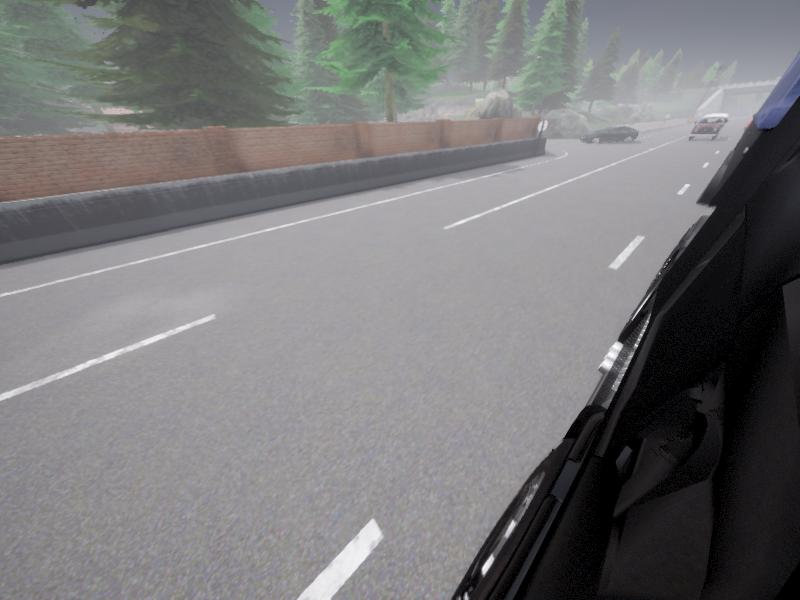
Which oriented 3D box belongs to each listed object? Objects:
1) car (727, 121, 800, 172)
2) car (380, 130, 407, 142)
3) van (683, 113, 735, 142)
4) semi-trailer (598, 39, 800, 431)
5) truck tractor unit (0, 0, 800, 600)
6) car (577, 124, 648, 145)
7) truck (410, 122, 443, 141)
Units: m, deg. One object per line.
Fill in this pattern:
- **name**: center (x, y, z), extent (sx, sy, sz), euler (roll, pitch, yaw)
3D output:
- **car**: center (18.334, -7.611, 11.278), extent (4.856, 1.649, 2.033), euler (-28, 44, -30)
- **car**: center (-1.131, -29.013, 40.943), extent (2.038, 1.542, 4.974), euler (-28, 44, -29)
- **van**: center (29.740, -16.619, 22.241), extent (4.480, 2.038, 2.069), euler (-28, 44, -30)
- **semi-trailer**: center (8.692, -3.613, 4.231), extent (14.254, 4.402, 2.717), euler (-28, 44, -30)
- **truck tractor unit**: center (2.645, -0.295, 0.351), extent (6.516, 4.208, 3.053), euler (-28, 44, -30)
- **car**: center (21.656, -17.045, 23.798), extent (4.892, 1.490, 1.837), euler (3, 40, 8)
- **truck**: center (4.392, -28.817, 39.540), extent (2.627, 2.467, 5.204), euler (-27, 43, -29)
